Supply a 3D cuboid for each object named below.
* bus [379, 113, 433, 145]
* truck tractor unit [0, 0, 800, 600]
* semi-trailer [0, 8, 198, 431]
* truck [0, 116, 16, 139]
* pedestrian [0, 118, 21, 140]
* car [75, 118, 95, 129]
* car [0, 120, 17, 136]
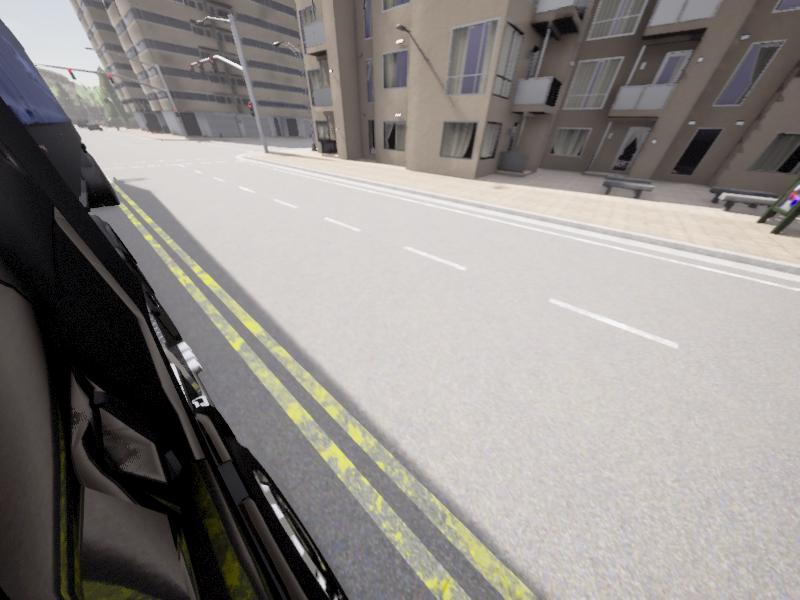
[{"bbox_3d":[1.311,-30.767,41.811,3.944,4.253,10.273,27,43,30],"label":"bus"},{"bbox_3d":[-2.645,-0.295,0.351,6.516,4.208,3.053,28,44,30],"label":"truck tractor unit"},{"bbox_3d":[-8.544,-3.665,4.430,14.254,4.402,2.717,30,45,32],"label":"semi-trailer"},{"bbox_3d":[-47.663,-20.071,26.711,6.274,2.098,2.390,28,43,30],"label":"truck"},{"bbox_3d":[-41.553,-17.940,24.283,0.751,1.860,0.751,-21,42,-28],"label":"pedestrian"},{"bbox_3d":[-83.031,-46.547,60.869,5.566,2.045,2.150,27,43,30],"label":"car"},{"bbox_3d":[-53.648,-23.007,30.834,5.366,1.575,1.801,28,43,30],"label":"car"}]
